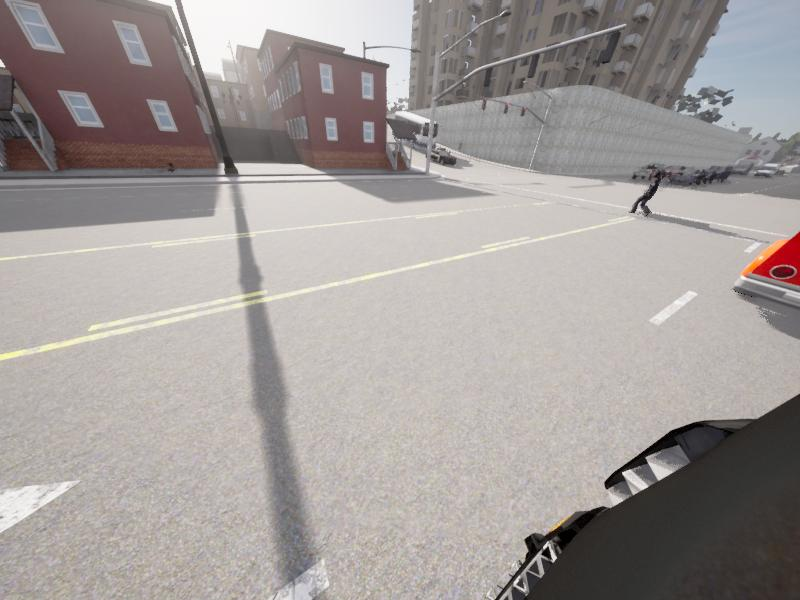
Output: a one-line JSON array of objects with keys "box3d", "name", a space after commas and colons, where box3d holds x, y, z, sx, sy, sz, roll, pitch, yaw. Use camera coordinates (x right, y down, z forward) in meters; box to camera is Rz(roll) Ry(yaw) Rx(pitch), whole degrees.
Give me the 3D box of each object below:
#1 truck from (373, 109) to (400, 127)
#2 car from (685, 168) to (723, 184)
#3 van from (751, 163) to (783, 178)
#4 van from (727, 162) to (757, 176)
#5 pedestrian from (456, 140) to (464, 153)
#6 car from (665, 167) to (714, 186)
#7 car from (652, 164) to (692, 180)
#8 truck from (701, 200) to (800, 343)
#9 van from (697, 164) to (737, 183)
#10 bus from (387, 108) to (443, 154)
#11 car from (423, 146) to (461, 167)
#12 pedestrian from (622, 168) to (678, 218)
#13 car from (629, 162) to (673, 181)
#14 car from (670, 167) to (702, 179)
[{"box3d": [-4.619, -61.170, 77.797, 8.468, 3.827, 2.891, -16, 38, -26], "name": "truck"}, {"box3d": [38.210, -15.606, 29.048, 3.633, 1.501, 1.845, -16, 38, -26], "name": "car"}, {"box3d": [77.128, -27.158, 48.523, 5.915, 2.561, 1.988, -16, 38, -26], "name": "van"}, {"box3d": [75.937, -29.056, 51.290, 5.915, 2.561, 1.988, -16, 38, -26], "name": "van"}, {"box3d": [10.554, -27.053, 40.626, 0.751, 1.860, 0.751, -14, 37, -24], "name": "pedestrian"}, {"box3d": [33.205, -14.214, 26.476, 4.856, 1.649, 2.033, -16, 38, -26], "name": "car"}, {"box3d": [37.950, -17.878, 32.210, 4.553, 1.767, 2.097, -16, 38, -26], "name": "car"}, {"box3d": [8.549, -0.861, 3.696, 5.204, 2.467, 2.627, -15, 38, -24], "name": "truck"}, {"box3d": [43.121, -17.196, 31.408, 4.442, 1.987, 1.775, -16, 38, -26], "name": "van"}, {"box3d": [2.101, -28.820, 39.312, 3.944, 4.253, 10.273, -16, 50, -26], "name": "bus"}, {"box3d": [5.458, -19.035, 30.595, 1.930, 1.638, 5.238, -16, 43, -26], "name": "car"}, {"box3d": [10.916, -4.704, 10.159, 0.751, 1.860, 0.751, -12, 36, -21], "name": "pedestrian"}, {"box3d": [31.290, -16.010, 28.802, 4.605, 1.855, 1.932, -16, 38, -26], "name": "car"}, {"box3d": [43.383, -19.298, 35.061, 4.193, 1.474, 1.816, -16, 38, -26], "name": "car"}]
